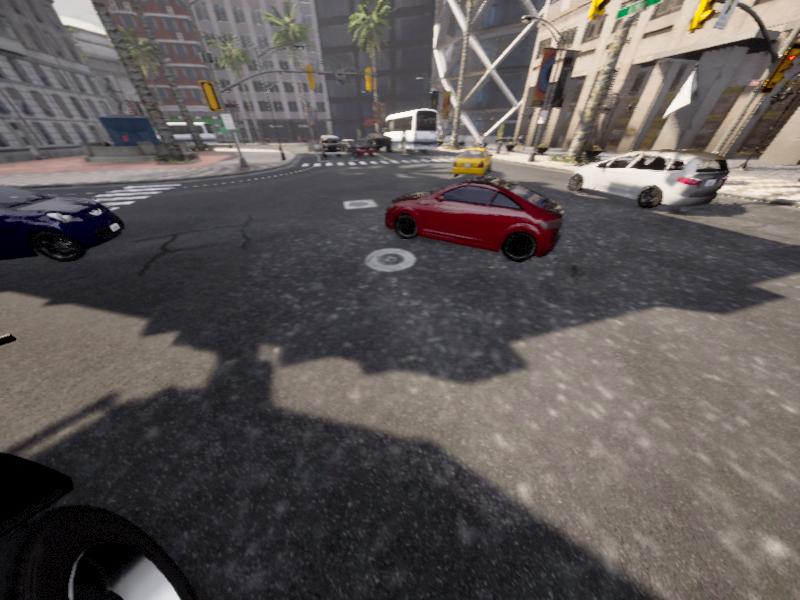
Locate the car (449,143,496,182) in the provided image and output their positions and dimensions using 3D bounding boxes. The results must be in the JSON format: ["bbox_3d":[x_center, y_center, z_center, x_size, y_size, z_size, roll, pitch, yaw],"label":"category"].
[{"bbox_3d":[4.669,-8.739,14.442,1.801,1.575,5.366,13,38,19],"label":"car"}]

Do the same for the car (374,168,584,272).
[{"bbox_3d":[1.699,-2.245,5.714,4.181,1.385,1.994,19,40,25],"label":"car"}]

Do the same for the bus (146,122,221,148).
[{"bbox_3d":[-45.718,-35.250,49.343,10.273,4.253,3.944,-6,36,-7],"label":"bus"}]

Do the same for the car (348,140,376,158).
[{"bbox_3d":[-4.520,-17.856,27.207,2.163,1.488,4.792,-12,37,-15],"label":"car"}]

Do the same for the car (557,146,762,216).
[{"bbox_3d":[9.171,-4.876,8.986,2.242,1.667,4.611,-9,37,-12],"label":"car"}]

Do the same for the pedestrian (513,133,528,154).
[{"bbox_3d":[13.071,-16.977,25.144,0.751,1.860,0.751,-8,37,-11],"label":"pedestrian"}]

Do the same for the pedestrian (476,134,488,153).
[{"bbox_3d":[9.620,-18.385,27.128,0.751,1.860,0.751,-4,36,-5],"label":"pedestrian"}]

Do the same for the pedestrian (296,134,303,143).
[{"bbox_3d":[-25.381,-40.754,58.404,0.751,1.860,0.751,6,36,9],"label":"pedestrian"}]

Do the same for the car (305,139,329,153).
[{"bbox_3d":[-11.998,-22.379,33.493,1.845,1.501,3.633,-24,42,-29],"label":"car"}]

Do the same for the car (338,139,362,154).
[{"bbox_3d":[-6.923,-21.278,31.957,1.970,1.475,3.806,-18,40,-23],"label":"car"}]

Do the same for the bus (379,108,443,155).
[{"bbox_3d":[0.961,-21.950,30.403,3.944,4.253,10.273,-14,37,-19],"label":"bus"}]

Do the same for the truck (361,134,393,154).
[{"bbox_3d":[-3.277,-21.952,32.309,2.390,2.098,6.274,-15,38,-19],"label":"truck"}]

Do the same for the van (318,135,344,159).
[{"bbox_3d":[-7.848,-17.346,26.073,2.069,2.038,4.480,-11,37,-15],"label":"van"}]

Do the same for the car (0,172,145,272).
[{"bbox_3d":[-8.585,-1.632,4.864,3.633,1.501,1.845,-13,38,-17],"label":"car"}]

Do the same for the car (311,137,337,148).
[{"bbox_3d":[-14.320,-29.656,43.507,5.366,1.575,1.801,26,44,32],"label":"car"}]
